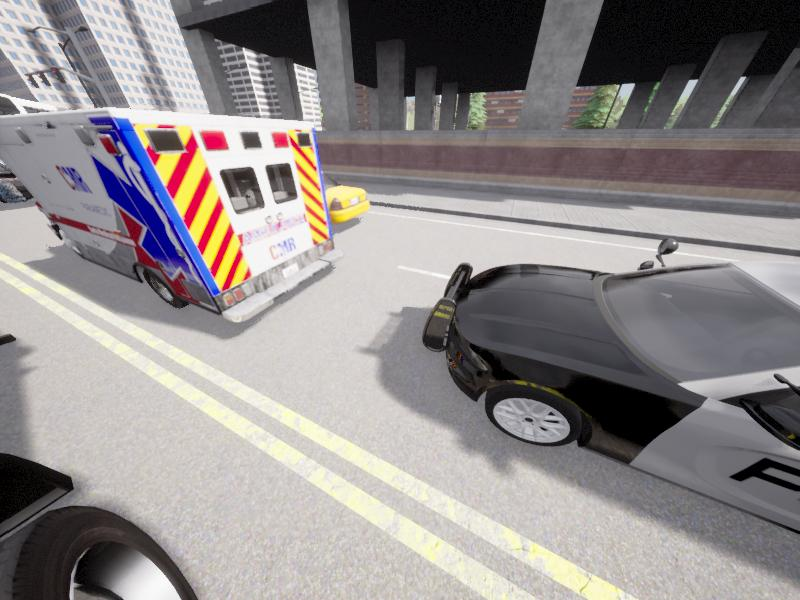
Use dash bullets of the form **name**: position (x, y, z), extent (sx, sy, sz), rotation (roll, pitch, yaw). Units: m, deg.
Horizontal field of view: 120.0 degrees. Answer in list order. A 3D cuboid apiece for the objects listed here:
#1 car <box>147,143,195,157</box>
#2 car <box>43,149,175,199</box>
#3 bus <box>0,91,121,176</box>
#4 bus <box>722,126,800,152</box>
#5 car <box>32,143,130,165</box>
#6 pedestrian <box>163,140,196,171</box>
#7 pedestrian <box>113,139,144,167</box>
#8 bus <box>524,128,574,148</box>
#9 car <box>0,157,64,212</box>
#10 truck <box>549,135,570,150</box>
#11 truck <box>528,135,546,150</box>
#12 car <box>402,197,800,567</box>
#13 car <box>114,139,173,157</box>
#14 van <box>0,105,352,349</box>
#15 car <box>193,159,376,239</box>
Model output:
- **car**: position (-30.640, -20.200, 31.061), extent (1.970, 1.475, 3.806), rotation (15, 38, 20)
- **car**: position (-14.000, -6.255, 11.233), extent (4.611, 1.667, 2.242), rotation (15, 38, 20)
- **bus**: position (-27.552, -12.666, 17.961), extent (3.944, 4.253, 10.273), rotation (-20, 39, -25)
- **bus**: position (76.409, -33.544, 48.257), extent (10.273, 4.253, 3.944), rotation (1, 35, 1)
- **car**: position (-31.372, -14.630, 23.021), extent (1.930, 1.638, 5.238), rotation (15, 38, 22)
- **pedestrian**: position (-15.852, -10.439, 16.681), extent (0.751, 1.860, 0.751), rotation (4, 35, 6)
- **pedestrian**: position (-22.207, -12.060, 18.937), extent (0.751, 1.860, 0.751), rotation (15, 38, 20)
- **bus**: position (39.998, -43.821, 62.588), extent (10.273, 4.253, 3.944), rotation (15, 38, 20)
- **car**: position (-16.369, -4.605, 9.020), extent (4.902, 1.511, 2.128), rotation (15, 38, 20)
- **truck**: position (33.362, -32.994, 48.474), extent (2.615, 2.467, 5.204), rotation (15, 38, 20)
- **truck**: position (29.452, -34.052, 49.949), extent (2.615, 2.467, 5.204), rotation (15, 38, 20)
- **car**: position (2.806, 0.498, 1.796), extent (5.238, 1.638, 1.930), rotation (15, 38, 20)
- **car**: position (-34.354, -20.529, 31.154), extent (1.932, 1.855, 4.605), rotation (17, 38, 22)
- **van**: position (-4.368, -1.754, 4.259), extent (6.366, 2.431, 2.351), rotation (15, 38, 20)
- **car**: position (-3.593, -3.421, 7.361), extent (5.366, 1.575, 1.801), rotation (15, 38, 20)
